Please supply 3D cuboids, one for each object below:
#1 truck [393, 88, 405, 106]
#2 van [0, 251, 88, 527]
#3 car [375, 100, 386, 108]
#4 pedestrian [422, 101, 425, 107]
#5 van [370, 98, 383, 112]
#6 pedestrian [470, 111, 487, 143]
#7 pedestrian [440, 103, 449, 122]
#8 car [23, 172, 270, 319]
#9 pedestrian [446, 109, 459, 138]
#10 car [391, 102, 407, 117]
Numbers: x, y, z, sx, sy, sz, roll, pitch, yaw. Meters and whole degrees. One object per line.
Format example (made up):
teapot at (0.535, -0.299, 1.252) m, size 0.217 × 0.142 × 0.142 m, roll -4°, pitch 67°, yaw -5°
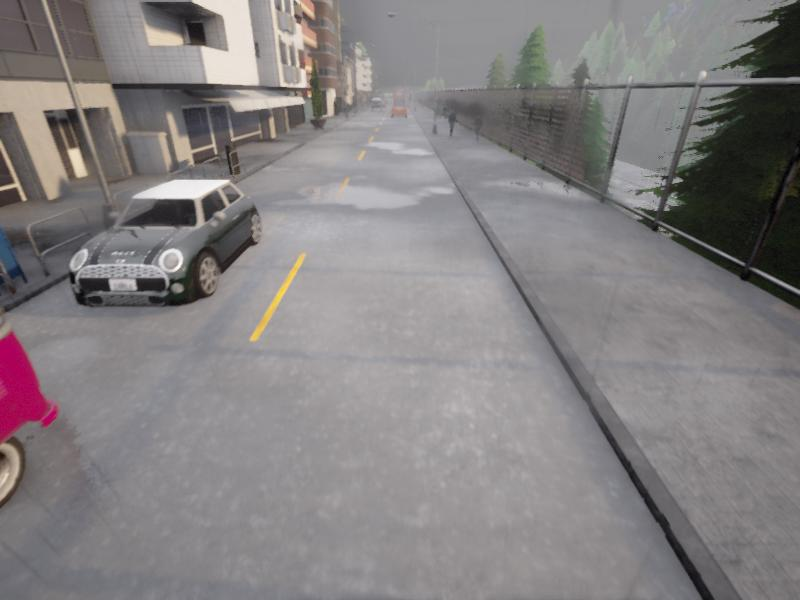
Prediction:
truck at (-0.169, -50.736, 99.969) m, size 2.891 × 3.827 × 8.468 m, roll 0°, pitch 27°, yaw 0°
van at (-4.004, 1.453, 1.570) m, size 1.775 × 1.987 × 4.442 m, roll 0°, pitch 27°, yaw 0°
car at (-4.153, -42.432, 86.532) m, size 2.163 × 1.488 × 4.792 m, roll 0°, pitch 27°, yaw 0°
pedestrian at (5.026, -42.321, 86.493) m, size 0.500 × 1.100 × 0.500 m, roll 0°, pitch 27°, yaw 0°
van at (-4.123, -34.224, 70.140) m, size 2.069 × 2.038 × 4.480 m, roll 0°, pitch 27°, yaw 0°
pedestrian at (4.957, -10.978, 25.381) m, size 0.751 × 1.860 × 0.751 m, roll 0°, pitch 27°, yaw 0°
pedestrian at (4.870, -20.534, 43.762) m, size 0.751 × 1.860 × 0.751 m, roll -4°, pitch 28°, yaw -9°
car at (-4.013, -1.252, 7.326) m, size 1.970 × 1.475 × 3.806 m, roll 0°, pitch 27°, yaw 0°
pedestrian at (3.699, -12.553, 28.405) m, size 0.751 × 1.860 × 0.751 m, roll 2°, pitch 28°, yaw 4°
car at (-0.097, -26.183, 54.951) m, size 2.097 × 1.767 × 4.553 m, roll 0°, pitch 27°, yaw 0°
